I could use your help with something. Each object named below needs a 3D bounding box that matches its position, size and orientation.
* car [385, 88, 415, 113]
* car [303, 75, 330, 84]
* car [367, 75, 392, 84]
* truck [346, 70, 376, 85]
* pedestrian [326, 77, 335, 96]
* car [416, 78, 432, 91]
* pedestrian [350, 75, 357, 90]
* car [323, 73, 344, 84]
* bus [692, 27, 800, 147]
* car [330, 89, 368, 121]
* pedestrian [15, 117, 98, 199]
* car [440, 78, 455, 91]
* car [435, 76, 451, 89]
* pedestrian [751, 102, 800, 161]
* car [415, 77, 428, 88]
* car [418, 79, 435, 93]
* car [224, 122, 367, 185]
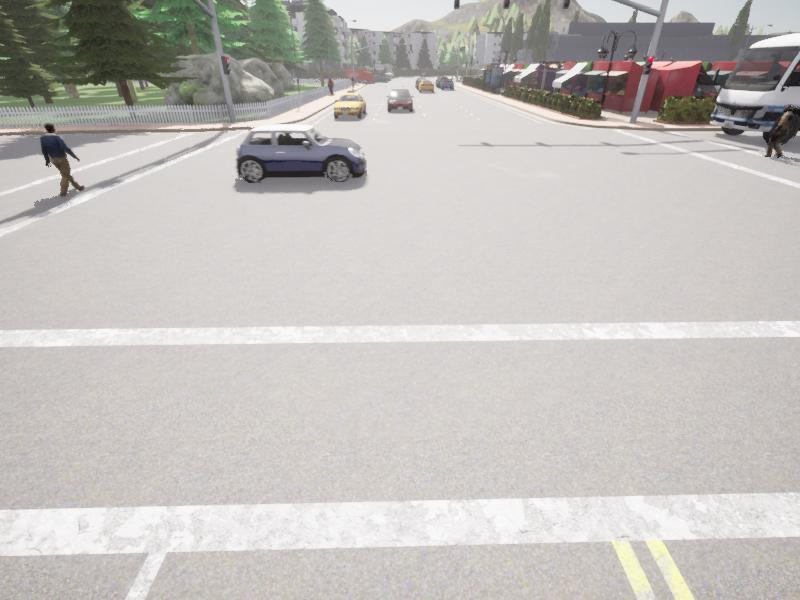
[{"bbox_3d":[0.007,-15.980,31.920,2.163,1.488,4.792,0,30,0],"label":"car"},{"bbox_3d":[-16.740,-44.091,80.042,4.892,1.490,1.837,1,30,1],"label":"car"},{"bbox_3d":[-4.275,-46.360,83.989,4.902,1.511,2.128,-12,32,-19],"label":"car"},{"bbox_3d":[-7.624,-44.068,79.042,5.204,2.467,2.627,13,33,21],"label":"truck"},{"bbox_3d":[-7.744,-23.925,44.802,0.751,1.860,0.751,0,30,0],"label":"pedestrian"},{"bbox_3d":[3.522,-32.303,59.877,2.163,1.488,4.792,0,30,0],"label":"car"},{"bbox_3d":[-6.527,-30.379,55.854,0.751,1.860,0.751,0,30,1],"label":"pedestrian"},{"bbox_3d":[-13.768,-45.976,82.908,3.866,1.878,1.905,1,30,1],"label":"car"},{"bbox_3d":[20.117,-9.386,17.770,10.273,4.253,3.944,0,30,0],"label":"bus"},{"bbox_3d":[-3.448,-13.694,27.906,1.801,1.575,5.366,1,30,1],"label":"car"},{"bbox_3d":[-8.676,-3.602,10.194,0.751,1.860,0.751,0,30,1],"label":"pedestrian"},{"bbox_3d":[7.011,-32.053,59.455,1.816,1.474,4.193,0,30,0],"label":"car"},{"bbox_3d":[7.011,-35.414,65.059,2.033,1.649,4.856,0,30,0],"label":"car"},{"bbox_3d":[13.770,-6.098,14.467,0.751,1.860,0.751,-11,32,-17],"label":"pedestrian"},{"bbox_3d":[3.511,-35.775,65.767,1.882,1.535,5.008,0,30,0],"label":"car"},{"bbox_3d":[3.551,-28.940,54.060,1.882,1.535,5.008,0,30,0],"label":"car"},{"bbox_3d":[-2.988,-4.546,12.290,3.806,1.475,1.970,-1,30,-2],"label":"car"}]
